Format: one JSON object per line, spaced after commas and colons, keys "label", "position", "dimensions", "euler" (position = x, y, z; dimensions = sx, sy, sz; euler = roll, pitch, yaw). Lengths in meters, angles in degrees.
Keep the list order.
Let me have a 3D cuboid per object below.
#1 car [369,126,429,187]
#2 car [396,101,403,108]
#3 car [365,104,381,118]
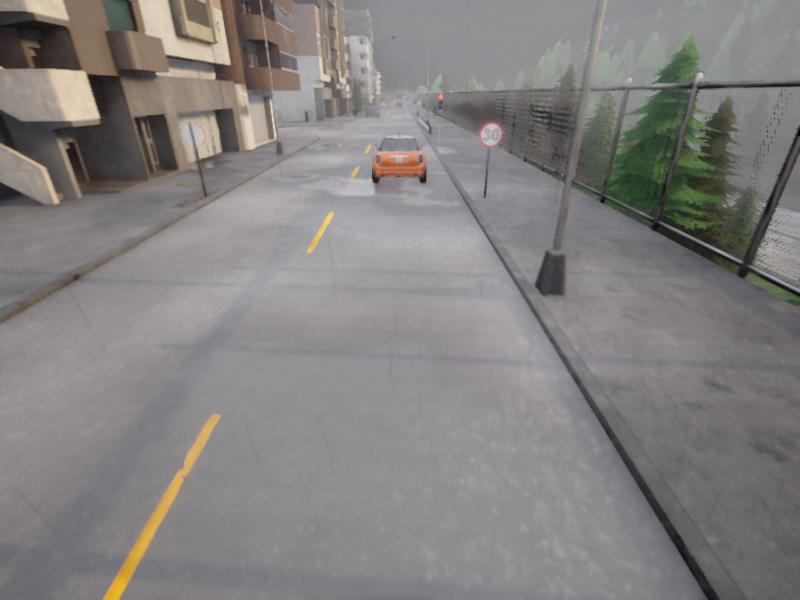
{"label": "car", "position": [-0.021, -6.017, 16.393], "dimensions": [2.097, 1.767, 4.553], "euler": [0, 27, 0]}
{"label": "car", "position": [-0.131, -49.468, 101.360], "dimensions": [1.837, 1.490, 4.892], "euler": [0, 27, 0]}
{"label": "car", "position": [-4.070, -28.655, 60.531], "dimensions": [2.097, 1.767, 4.553], "euler": [0, 27, 0]}
